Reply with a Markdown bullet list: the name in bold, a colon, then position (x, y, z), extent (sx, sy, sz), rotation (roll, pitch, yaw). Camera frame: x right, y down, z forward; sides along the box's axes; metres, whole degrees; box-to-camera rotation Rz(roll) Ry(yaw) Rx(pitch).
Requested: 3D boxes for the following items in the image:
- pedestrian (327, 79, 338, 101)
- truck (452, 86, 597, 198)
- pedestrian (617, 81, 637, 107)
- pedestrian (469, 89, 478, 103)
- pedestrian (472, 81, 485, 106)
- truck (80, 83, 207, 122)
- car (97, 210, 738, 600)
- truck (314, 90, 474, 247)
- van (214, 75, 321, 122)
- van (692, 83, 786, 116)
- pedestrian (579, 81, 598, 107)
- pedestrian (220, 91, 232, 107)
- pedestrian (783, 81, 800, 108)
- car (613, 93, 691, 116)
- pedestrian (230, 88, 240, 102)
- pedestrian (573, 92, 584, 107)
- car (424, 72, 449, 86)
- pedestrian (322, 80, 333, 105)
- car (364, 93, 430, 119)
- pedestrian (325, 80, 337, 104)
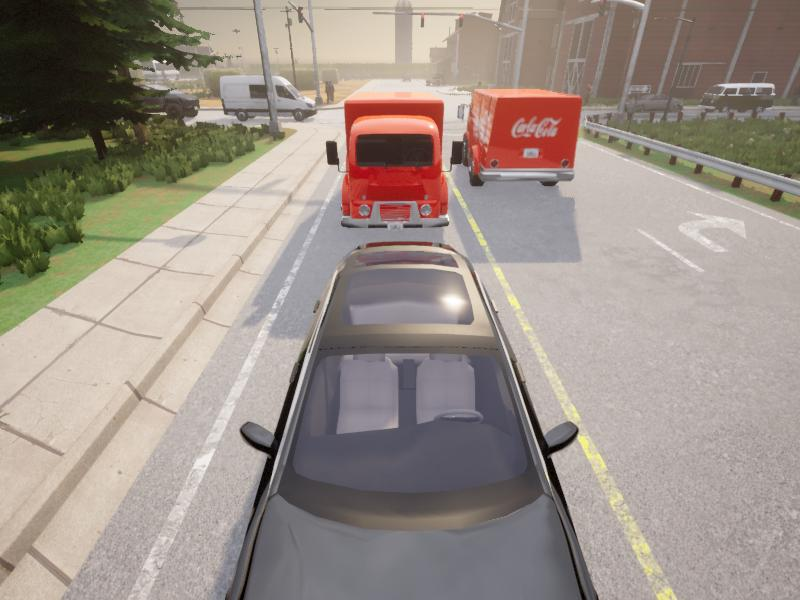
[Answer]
- **pedestrian**: position (-6.414, -19.946, 37.996), extent (0.751, 1.860, 0.751), rotation (-11, 32, -19)
- **truck**: position (3.296, -5.080, 12.270), extent (2.627, 2.467, 5.204), rotation (0, 30, -1)
- **pedestrian**: position (18.492, -16.768, 32.612), extent (0.751, 1.860, 0.751), rotation (-1, 30, -2)
- **pedestrian**: position (6.622, -18.385, 36.077), extent (0.500, 1.100, 0.500), rotation (-19, 35, -29)
- **pedestrian**: position (6.471, -17.060, 33.054), extent (0.751, 1.860, 0.751), rotation (2, 30, 4)
- **truck**: position (-16.492, -12.913, 26.104), extent (6.274, 2.098, 2.390), rotation (0, 30, 0)
- **car**: position (0.056, 0.760, 3.240), extent (2.128, 1.511, 4.902), rotation (0, 30, 0)
- **truck**: position (-0.138, -3.422, 9.427), extent (2.627, 2.467, 5.204), rotation (-1, 30, -1)
- **van**: position (-8.419, -13.098, 25.989), extent (5.915, 2.561, 1.988), rotation (0, 30, 0)
- **van**: position (24.554, -14.640, 29.142), extent (4.480, 2.038, 2.069), rotation (0, 30, 0)
- **pedestrian**: position (15.303, -16.719, 32.526), extent (0.751, 1.860, 0.751), rotation (0, 30, 1)
- **pedestrian**: position (-14.458, -16.726, 33.276), extent (0.500, 1.100, 0.500), rotation (2, 30, 3)
- **pedestrian**: position (32.224, -16.667, 32.446), extent (0.751, 1.860, 0.751), rotation (0, 30, 0)
- **car**: position (18.372, -14.352, 29.312), extent (4.181, 1.385, 1.994), rotation (0, 30, 0)
- **pedestrian**: position (-15.547, -19.346, 37.714), extent (0.500, 1.100, 0.500), rotation (14, 33, 22)
- **pedestrian**: position (14.636, -16.475, 32.862), extent (0.500, 1.100, 0.500), rotation (6, 31, 10)
- **car**: position (6.288, -37.975, 68.886), extent (1.905, 1.878, 3.866), rotation (-31, 40, -33)
- **pedestrian**: position (-6.152, -17.603, 33.994), extent (0.751, 1.860, 0.751), rotation (-3, 30, -5)
- **car**: position (-0.185, -13.659, 28.085), extent (4.181, 1.385, 1.994), rotation (-18, 35, -28)
- **pedestrian**: position (-6.064, -18.405, 35.357), extent (0.751, 1.860, 0.751), rotation (-10, 32, -17)
